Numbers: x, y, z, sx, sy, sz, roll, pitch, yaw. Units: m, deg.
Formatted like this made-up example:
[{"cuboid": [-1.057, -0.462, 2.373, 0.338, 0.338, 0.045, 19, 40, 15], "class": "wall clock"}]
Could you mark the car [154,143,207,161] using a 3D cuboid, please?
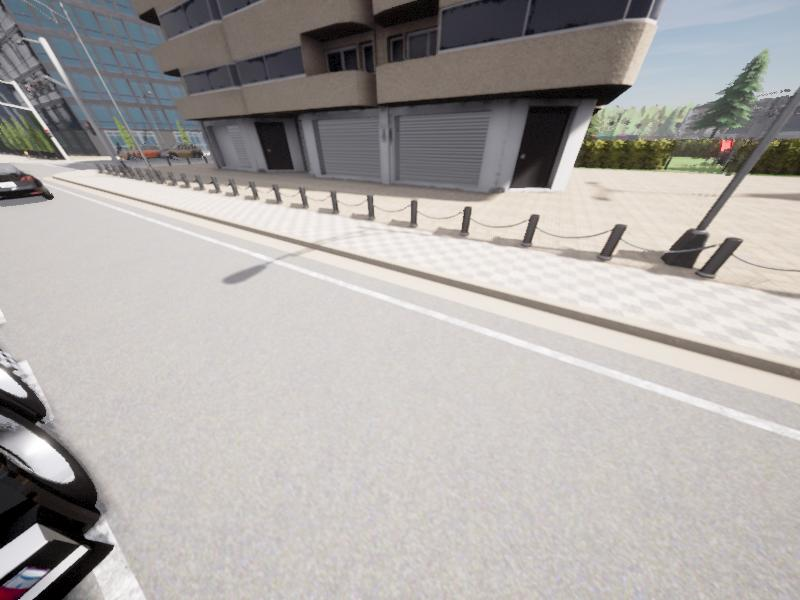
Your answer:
[{"cuboid": [-30.240, -20.538, 31.994, 1.932, 1.855, 4.605, 18, 40, 25], "class": "car"}]

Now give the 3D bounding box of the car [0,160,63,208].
[{"cuboid": [-18.554, -5.478, 10.723, 4.792, 1.488, 2.163, 18, 39, 24], "class": "car"}]

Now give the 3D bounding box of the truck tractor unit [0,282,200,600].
[{"cuboid": [-5.141, -0.269, 0.737, 6.516, 4.208, 3.053, 17, 38, 23], "class": "truck tractor unit"}]

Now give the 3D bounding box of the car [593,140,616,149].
[{"cuboid": [53.528, -40.847, 60.568, 3.866, 1.878, 1.905, 18, 39, 24], "class": "car"}]

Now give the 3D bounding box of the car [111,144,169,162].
[{"cuboid": [-34.917, -19.887, 31.178, 2.097, 1.767, 4.553, 18, 39, 25], "class": "car"}]
